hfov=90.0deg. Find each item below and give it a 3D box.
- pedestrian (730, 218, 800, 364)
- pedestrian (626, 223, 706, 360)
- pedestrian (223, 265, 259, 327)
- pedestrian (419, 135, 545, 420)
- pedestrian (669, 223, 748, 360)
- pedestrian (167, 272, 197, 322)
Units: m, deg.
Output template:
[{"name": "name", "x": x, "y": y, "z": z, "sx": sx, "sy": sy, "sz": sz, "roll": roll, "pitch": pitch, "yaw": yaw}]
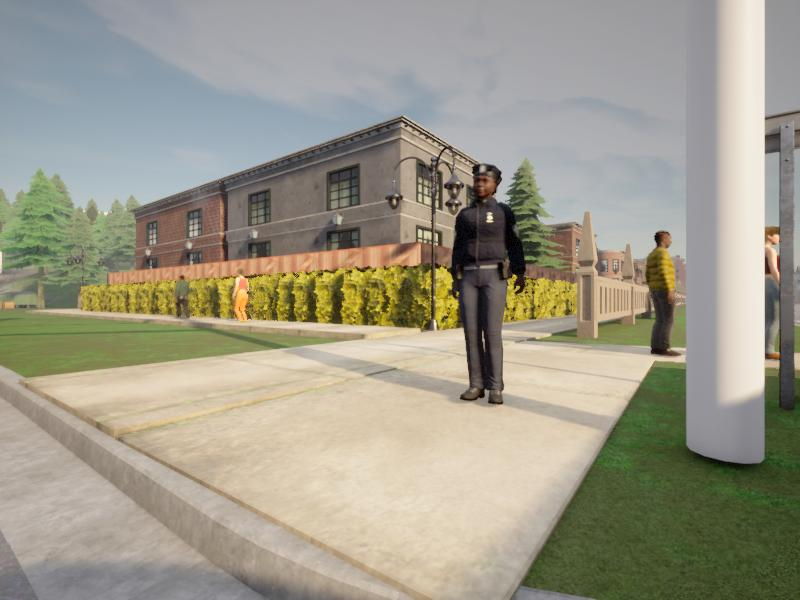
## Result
[{"name": "pedestrian", "x": 5.128, "y": -0.115, "z": 5.518, "sx": 0.751, "sy": 1.860, "sz": 0.751, "roll": 0, "pitch": 0, "yaw": 27}, {"name": "pedestrian", "x": 3.864, "y": -0.115, "z": 5.875, "sx": 0.751, "sy": 1.860, "sz": 0.751, "roll": 0, "pitch": 0, "yaw": 12}, {"name": "pedestrian", "x": -4.961, "y": -0.115, "z": 12.487, "sx": 0.751, "sy": 1.860, "sz": 0.751, "roll": 0, "pitch": 0, "yaw": 37}, {"name": "pedestrian", "x": 0.661, "y": -0.146, "z": 3.132, "sx": 0.751, "sy": 1.860, "sz": 0.751, "roll": 0, "pitch": 0, "yaw": 32}, {"name": "pedestrian", "x": 4.504, "y": -0.115, "z": 5.901, "sx": 0.751, "sy": 1.860, "sz": 0.751, "roll": 0, "pitch": 0, "yaw": 21}, {"name": "pedestrian", "x": -8.373, "y": -0.115, "z": 15.370, "sx": 0.751, "sy": 1.860, "sz": 0.751, "roll": 0, "pitch": 0, "yaw": 38}]
